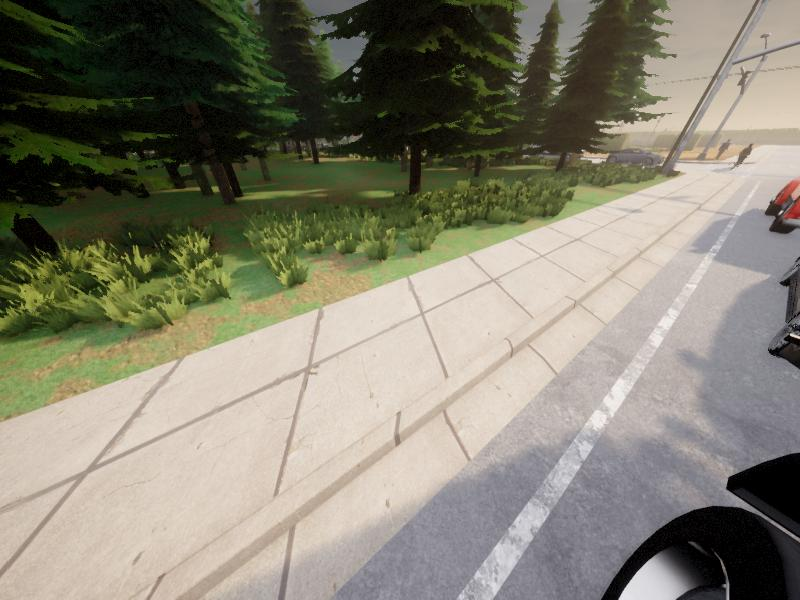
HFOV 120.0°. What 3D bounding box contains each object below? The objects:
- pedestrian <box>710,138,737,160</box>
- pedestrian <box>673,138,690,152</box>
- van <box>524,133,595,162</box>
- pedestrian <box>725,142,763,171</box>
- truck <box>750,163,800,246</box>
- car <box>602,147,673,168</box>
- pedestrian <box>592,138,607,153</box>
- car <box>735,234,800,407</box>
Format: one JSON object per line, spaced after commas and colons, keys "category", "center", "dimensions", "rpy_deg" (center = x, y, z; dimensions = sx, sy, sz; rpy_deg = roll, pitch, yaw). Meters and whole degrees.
{"category": "pedestrian", "center": [33.564, -15.656, 23.999], "dimensions": [0.751, 1.860, 0.751], "rpy_deg": [22, 41, 28]}
{"category": "pedestrian", "center": [44.829, -24.750, 36.822], "dimensions": [0.751, 1.860, 0.751], "rpy_deg": [3, 35, 4]}
{"category": "van", "center": [18.096, -17.640, 26.674], "dimensions": [1.988, 2.561, 5.915], "rpy_deg": [-22, 41, -28]}
{"category": "pedestrian", "center": [26.785, -11.209, 18.016], "dimensions": [0.751, 1.860, 0.751], "rpy_deg": [-17, 39, -22]}
{"category": "truck", "center": [12.429, -3.013, 5.960], "dimensions": [5.204, 2.467, 2.627], "rpy_deg": [-23, 41, -28]}
{"category": "car", "center": [22.404, -13.636, 21.978], "dimensions": [1.994, 1.385, 4.181], "rpy_deg": [-22, 41, -28]}
{"category": "pedestrian", "center": [29.790, -23.029, 34.481], "dimensions": [0.751, 1.860, 0.751], "rpy_deg": [-8, 36, -11]}
{"category": "car", "center": [6.440, -0.039, 2.633], "dimensions": [4.902, 1.511, 2.128], "rpy_deg": [-22, 41, -28]}
